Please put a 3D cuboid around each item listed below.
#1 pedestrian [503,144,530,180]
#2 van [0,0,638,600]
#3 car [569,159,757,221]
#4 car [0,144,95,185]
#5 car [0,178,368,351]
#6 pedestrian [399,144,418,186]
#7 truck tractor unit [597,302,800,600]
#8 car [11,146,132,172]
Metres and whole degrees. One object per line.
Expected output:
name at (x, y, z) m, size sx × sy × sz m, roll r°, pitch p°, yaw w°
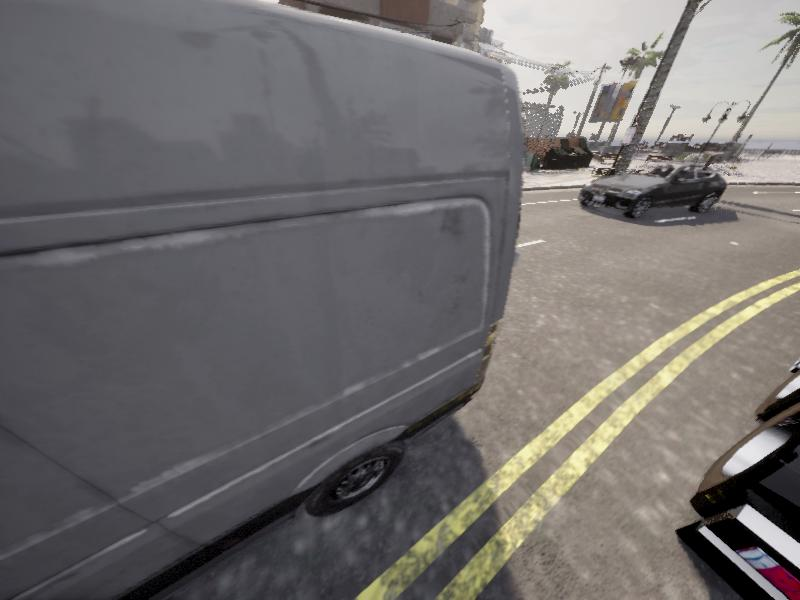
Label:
pedestrian at (7.327, -8.745, 14.643) m, size 0.751 × 1.860 × 0.751 m, roll -15°, pitch 38°, yaw -21°
van at (-2.231, 0.478, 1.059) m, size 5.915 × 2.561 × 1.988 m, roll -18°, pitch 39°, yaw -24°
car at (9.810, -4.356, 8.907) m, size 5.027 × 1.651 × 2.152 m, roll -8°, pitch 36°, yaw -12°
car at (-21.317, -7.591, 12.876) m, size 4.553 × 1.767 × 2.185 m, roll -19°, pitch 39°, yaw -26°
car at (-3.125, -1.083, 4.167) m, size 4.514 × 1.525 × 2.007 m, roll -17°, pitch 39°, yaw -24°
pedestrian at (0.422, -7.276, 12.466) m, size 0.751 × 1.860 × 0.751 m, roll -14°, pitch 38°, yaw -20°
truck tractor unit at (5.170, -0.237, 0.691) m, size 6.516 × 4.208 × 3.053 m, roll -16°, pitch 38°, yaw -21°
car at (-25.320, -11.210, 18.228) m, size 5.008 × 1.535 × 2.097 m, roll -19°, pitch 39°, yaw -26°
